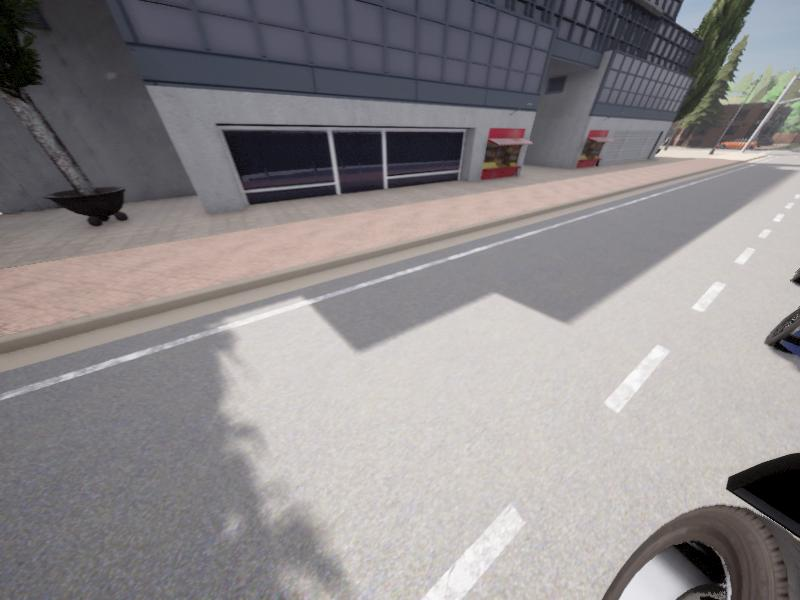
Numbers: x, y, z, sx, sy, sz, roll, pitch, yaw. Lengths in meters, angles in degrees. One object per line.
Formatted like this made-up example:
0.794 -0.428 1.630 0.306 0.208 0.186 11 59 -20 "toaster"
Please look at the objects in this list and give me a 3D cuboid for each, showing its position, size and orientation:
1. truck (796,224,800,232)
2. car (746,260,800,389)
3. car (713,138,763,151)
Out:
14.117 -3.115 6.048 5.204 2.467 2.627 -20 40 -26 "truck"
6.663 -0.065 2.489 4.611 1.667 2.242 -20 40 -26 "car"
59.595 -27.600 40.857 2.097 1.767 4.553 -20 40 -26 "car"
